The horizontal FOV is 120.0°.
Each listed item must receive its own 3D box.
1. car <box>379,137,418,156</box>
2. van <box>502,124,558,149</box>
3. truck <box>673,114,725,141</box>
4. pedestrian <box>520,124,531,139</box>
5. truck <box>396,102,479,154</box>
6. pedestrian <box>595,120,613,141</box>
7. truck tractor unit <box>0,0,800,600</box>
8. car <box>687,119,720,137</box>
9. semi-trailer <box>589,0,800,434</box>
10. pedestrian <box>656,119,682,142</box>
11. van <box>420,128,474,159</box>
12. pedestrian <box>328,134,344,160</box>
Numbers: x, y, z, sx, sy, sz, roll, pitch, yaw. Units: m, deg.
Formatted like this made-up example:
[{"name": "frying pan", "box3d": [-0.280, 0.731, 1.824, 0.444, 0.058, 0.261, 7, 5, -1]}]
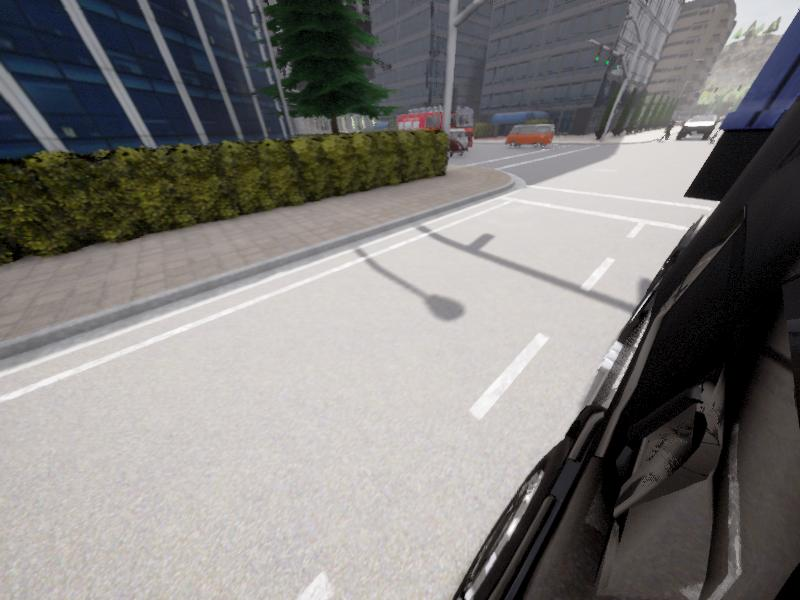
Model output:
[{"name": "car", "box3d": [-0.202, -16.316, 24.432, 1.970, 1.475, 3.806, -29, 44, -31]}, {"name": "van", "box3d": [13.409, -17.067, 24.149, 4.442, 1.987, 1.775, 27, 45, 34]}, {"name": "truck", "box3d": [32.939, -18.998, 25.413, 6.274, 2.098, 2.390, -29, 44, -31]}, {"name": "pedestrian", "box3d": [18.716, -25.160, 34.519, 0.751, 1.860, 0.751, -24, 41, -26]}, {"name": "truck", "box3d": [3.498, -17.997, 24.490, 2.891, 3.827, 8.468, -29, 44, -31]}, {"name": "pedestrian", "box3d": [22.912, -18.998, 25.955, 0.751, 1.860, 0.751, -29, 44, -31]}, {"name": "truck tractor unit", "box3d": [2.645, -0.295, 0.351, 6.516, 4.208, 3.053, -28, 44, -30]}, {"name": "car", "box3d": [38.875, -22.021, 29.543, 5.366, 1.575, 1.801, -29, 44, -31]}, {"name": "semi-trailer", "box3d": [9.368, -3.030, 3.437, 14.254, 4.402, 2.717, -20, 39, -21]}, {"name": "pedestrian", "box3d": [27.334, -17.205, 23.514, 0.751, 1.860, 0.751, -13, 38, -14]}, {"name": "van", "box3d": [3.981, -13.850, 20.415, 1.775, 1.987, 4.442, -29, 44, -31]}, {"name": "pedestrian", "box3d": [-5.690, -13.590, 20.490, 0.751, 1.860, 0.751, -29, 44, -31]}]
